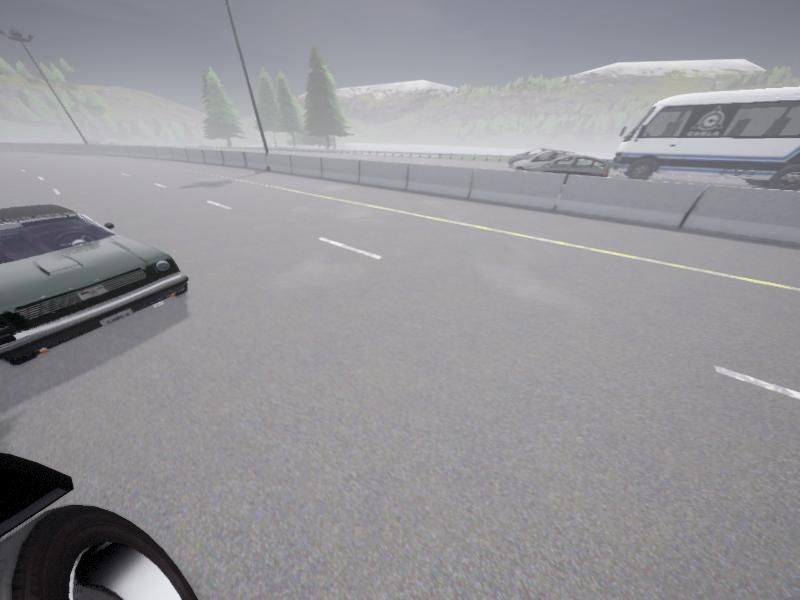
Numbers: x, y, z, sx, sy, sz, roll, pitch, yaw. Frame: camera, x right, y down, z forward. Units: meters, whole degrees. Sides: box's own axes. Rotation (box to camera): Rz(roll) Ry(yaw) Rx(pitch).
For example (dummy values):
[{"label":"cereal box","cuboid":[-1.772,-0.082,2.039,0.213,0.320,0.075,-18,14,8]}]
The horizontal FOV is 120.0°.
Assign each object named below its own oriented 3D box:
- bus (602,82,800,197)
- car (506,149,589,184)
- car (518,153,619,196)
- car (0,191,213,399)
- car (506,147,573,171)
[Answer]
[{"label":"bus","cuboid":[18.193,-8.474,12.367,10.273,4.253,3.944,23,41,28]},{"label":"car","cuboid":[9.371,-8.688,14.888,3.988,1.617,1.851,23,41,28]},{"label":"car","cuboid":[8.483,-6.550,11.898,3.705,1.549,1.789,23,41,28]},{"label":"car","cuboid":[-5.587,-0.608,3.595,4.718,1.301,1.895,17,39,22]},{"label":"car","cuboid":[12.140,-12.468,20.333,4.514,1.525,2.007,23,41,28]}]
